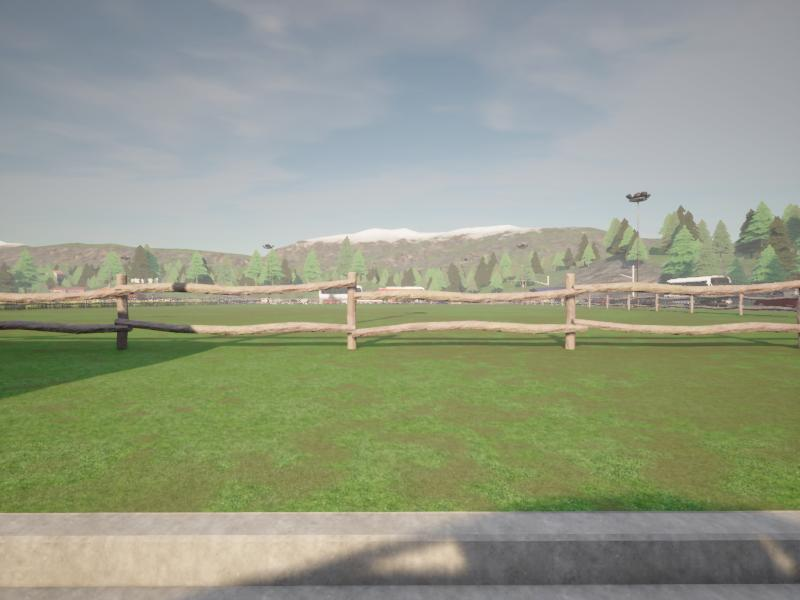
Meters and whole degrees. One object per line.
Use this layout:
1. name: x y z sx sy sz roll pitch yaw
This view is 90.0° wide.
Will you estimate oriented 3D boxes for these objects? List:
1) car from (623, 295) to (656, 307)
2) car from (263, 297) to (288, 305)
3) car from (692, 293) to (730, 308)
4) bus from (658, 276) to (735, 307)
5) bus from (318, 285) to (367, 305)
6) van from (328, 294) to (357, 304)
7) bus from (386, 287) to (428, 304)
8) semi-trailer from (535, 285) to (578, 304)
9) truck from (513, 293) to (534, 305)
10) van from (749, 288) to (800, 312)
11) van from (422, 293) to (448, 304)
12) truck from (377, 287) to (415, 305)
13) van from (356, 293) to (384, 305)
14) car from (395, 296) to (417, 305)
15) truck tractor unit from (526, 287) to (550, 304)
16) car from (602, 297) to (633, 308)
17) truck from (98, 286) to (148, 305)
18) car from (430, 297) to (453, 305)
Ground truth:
1. car: 36.852 0.155 61.697 2.242 1.667 4.611 0 0 0
2. car: -26.302 0.158 84.765 4.611 1.667 2.242 0 0 -1
3. car: 40.342 0.041 52.000 1.905 1.878 3.866 0 -1 0
4. bus: 43.730 -1.135 59.705 3.944 4.253 10.273 0 0 0
5. bus: -12.581 -1.134 88.525 10.273 4.253 3.944 0 0 -1
6. van: -13.197 -0.222 91.895 6.366 2.431 2.351 0 0 -1
7. bus: 1.668 -1.134 99.170 10.273 4.253 3.944 0 0 -1
8. semi-trailer: 37.564 -1.221 97.230 2.717 4.402 14.254 0 0 -10
9. truck: 28.122 -0.242 91.122 2.627 2.467 5.204 0 0 -8
10. van: 33.295 -0.002 34.910 1.775 1.987 4.442 0 0 0
11. van: 8.074 -0.278 92.113 5.915 2.561 1.988 0 0 0
12. truck: -0.890 -0.921 88.518 8.468 3.827 2.891 0 0 -1
13. van: -6.367 -0.277 84.962 5.915 2.561 1.988 0 0 -1
14. car: 1.316 0.052 85.044 4.605 1.855 1.932 0 0 -1
15. truck tractor unit: 36.078 -1.124 105.005 3.053 4.208 6.516 0 0 -13
16. car: 29.844 0.307 55.030 1.994 1.385 4.181 0 0 0
17. truck: -58.358 -0.925 84.434 8.468 3.827 2.891 0 0 -1
18. car: 8.735 0.156 85.122 4.611 1.667 2.242 0 0 -1
